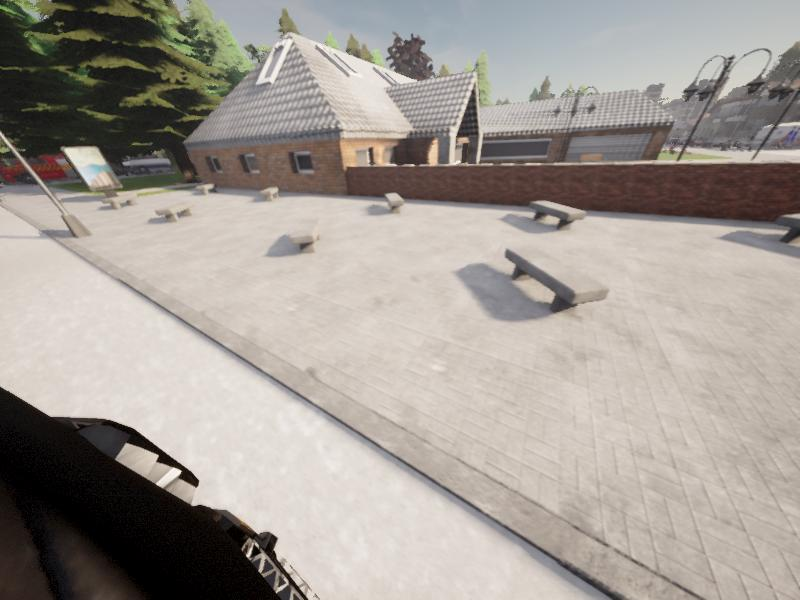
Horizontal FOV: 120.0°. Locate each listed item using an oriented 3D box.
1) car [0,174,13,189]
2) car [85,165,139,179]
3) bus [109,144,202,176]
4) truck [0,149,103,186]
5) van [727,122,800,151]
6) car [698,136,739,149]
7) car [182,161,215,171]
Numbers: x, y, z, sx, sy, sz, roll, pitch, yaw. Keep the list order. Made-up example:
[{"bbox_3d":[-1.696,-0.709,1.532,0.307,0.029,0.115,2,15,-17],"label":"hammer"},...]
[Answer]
[{"bbox_3d":[-47.805,-13.194,26.086,1.837,1.490,4.892,-18,36,-20],"label":"car"},{"bbox_3d":[-44.437,-19.832,35.804,1.837,1.490,4.892,16,38,27],"label":"car"},{"bbox_3d":[-43.910,-25.670,42.206,3.944,4.253,10.273,16,38,26],"label":"bus"},{"bbox_3d":[-50.470,-19.157,33.121,2.891,3.827,8.468,12,36,21],"label":"truck"},{"bbox_3d":[45.731,-19.933,28.222,2.351,2.431,6.366,-10,33,6],"label":"van"},{"bbox_3d":[45.517,-22.581,33.182,1.994,1.385,4.181,16,38,26],"label":"car"},{"bbox_3d":[-38.450,-25.646,44.201,1.994,1.385,4.181,16,38,26],"label":"car"}]
